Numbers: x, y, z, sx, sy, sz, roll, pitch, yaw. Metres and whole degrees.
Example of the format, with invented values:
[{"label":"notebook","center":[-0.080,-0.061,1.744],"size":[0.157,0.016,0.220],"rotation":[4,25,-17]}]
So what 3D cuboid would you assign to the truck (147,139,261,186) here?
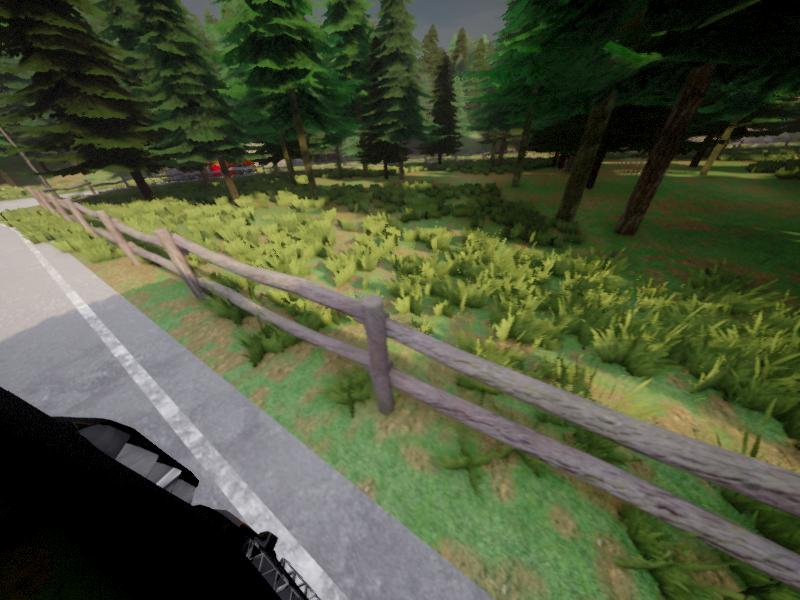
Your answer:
[{"label":"truck","center":[-21.219,-15.607,25.891],"size":[2.891,3.827,8.468],"rotation":[22,41,33]}]
